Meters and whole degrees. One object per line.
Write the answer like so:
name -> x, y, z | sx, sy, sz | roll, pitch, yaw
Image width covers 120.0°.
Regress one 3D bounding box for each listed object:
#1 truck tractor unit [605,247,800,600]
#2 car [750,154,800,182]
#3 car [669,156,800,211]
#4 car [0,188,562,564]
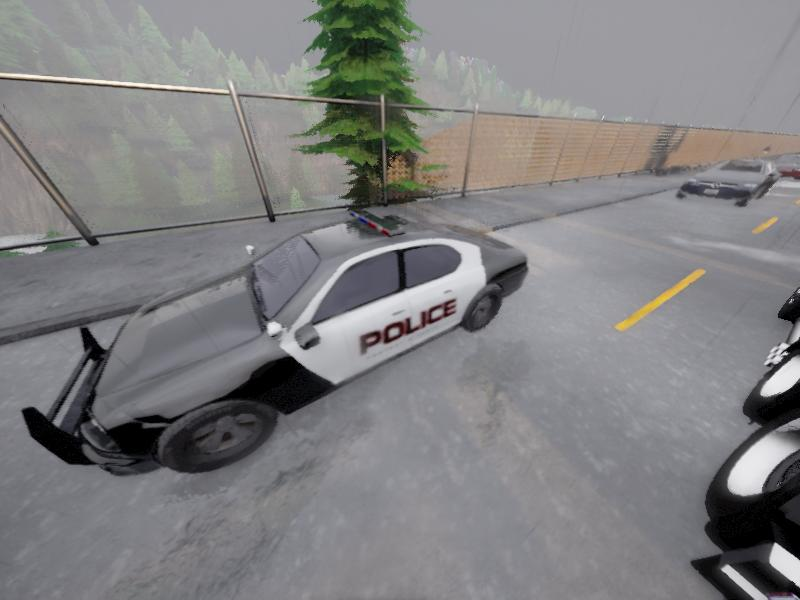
truck tractor unit -> 5.081, -0.329, 0.822 | 6.516, 4.208, 3.053 | -19, 40, -25
car -> 28.978, -9.910, 17.177 | 4.792, 1.488, 2.163 | -18, 39, -24
car -> 15.321, -5.517, 10.628 | 5.027, 1.651, 2.152 | -18, 39, -24
car -> -0.639, -0.167, 2.884 | 4.974, 1.542, 2.038 | -20, 40, -27
